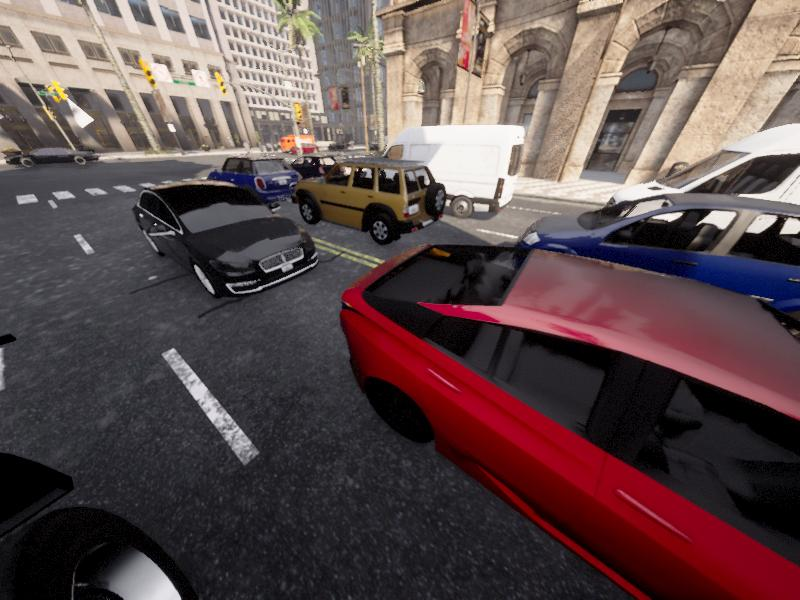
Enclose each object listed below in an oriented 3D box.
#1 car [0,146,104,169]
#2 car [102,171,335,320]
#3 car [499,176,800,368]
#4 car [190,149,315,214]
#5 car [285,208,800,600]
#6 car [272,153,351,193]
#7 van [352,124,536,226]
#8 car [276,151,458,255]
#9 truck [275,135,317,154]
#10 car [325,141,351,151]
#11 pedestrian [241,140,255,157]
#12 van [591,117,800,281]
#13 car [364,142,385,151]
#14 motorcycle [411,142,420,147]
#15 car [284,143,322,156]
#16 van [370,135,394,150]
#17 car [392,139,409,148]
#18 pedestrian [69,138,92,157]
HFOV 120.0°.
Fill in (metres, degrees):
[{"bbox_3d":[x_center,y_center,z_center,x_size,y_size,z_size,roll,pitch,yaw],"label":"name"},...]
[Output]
[{"bbox_3d":[-31.570,-13.090,21.054,2.033,1.411,5.357,22,41,28],"label":"car"},{"bbox_3d":[-3.832,-1.564,4.810,4.892,1.490,1.837,23,41,28],"label":"car"},{"bbox_3d":[4.092,-0.806,3.693,3.988,1.617,1.851,22,41,28],"label":"car"},{"bbox_3d":[-5.988,-4.999,9.408,4.553,1.767,2.097,22,41,28],"label":"car"},{"bbox_3d":[1.621,0.679,1.638,4.514,1.525,2.007,22,41,28],"label":"car"},{"bbox_3d":[-4.671,-6.821,12.234,3.633,1.501,1.845,23,41,28],"label":"car"},{"bbox_3d":[1.199,-4.845,8.597,5.915,2.561,1.988,22,41,28],"label":"van"},{"bbox_3d":[-1.030,-3.018,6.560,4.605,1.855,1.932,22,41,28],"label":"car"},{"bbox_3d":[-16.806,-25.427,37.739,2.627,2.467,5.204,22,41,28],"label":"truck"},{"bbox_3d":[-12.654,-31.541,47.307,2.163,1.488,4.792,22,41,28],"label":"car"},{"bbox_3d":[-20.413,-20.333,30.967,0.751,1.860,0.751,22,41,28],"label":"pedestrian"},{"bbox_3d":[8.050,-2.033,4.655,5.915,2.561,1.988,22,41,28],"label":"van"},{"bbox_3d":[-5.110,-30.973,46.556,1.970,1.475,3.806,22,41,28],"label":"car"},{"bbox_3d":[4.458,-45.090,66.884,2.356,1.277,0.764,-15,38,-20],"label":"motorcycle"},{"bbox_3d":[-14.746,-23.209,35.462,2.163,1.488,4.792,22,41,28],"label":"car"},{"bbox_3d":[-3.969,-35.815,52.477,1.988,2.561,5.915,23,41,28],"label":"van"},{"bbox_3d":[0.136,-41.908,61.844,2.185,1.767,4.553,22,41,28],"label":"car"},{"bbox_3d":[-37.309,-17.823,27.018,0.751,1.860,0.751,24,41,29],"label":"pedestrian"}]
